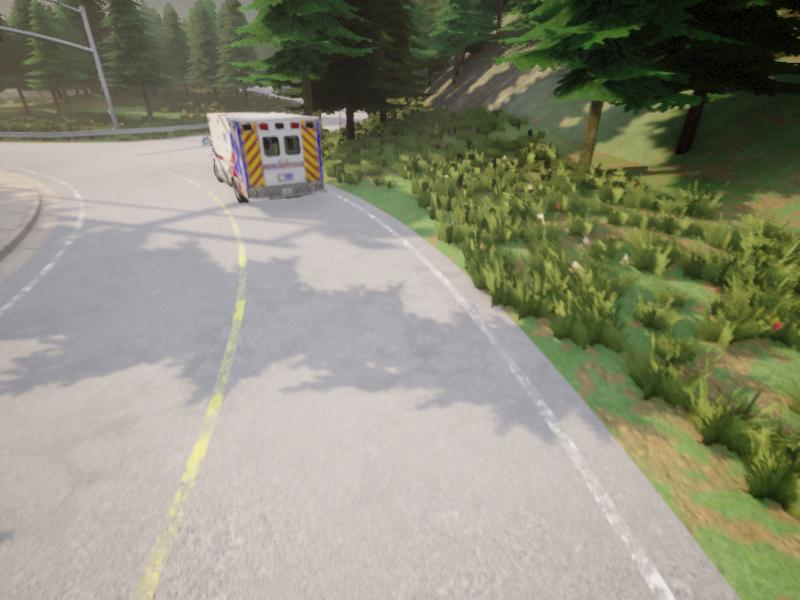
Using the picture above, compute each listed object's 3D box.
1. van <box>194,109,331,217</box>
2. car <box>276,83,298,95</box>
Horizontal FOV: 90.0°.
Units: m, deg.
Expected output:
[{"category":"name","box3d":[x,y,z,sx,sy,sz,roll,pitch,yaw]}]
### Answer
[{"category":"van","box3d":[-4.784,-4.876,13.315,2.351,2.431,6.366,-16,32,-29]},{"category":"car","box3d":[-17.430,-32.436,61.478,1.994,1.385,4.181,-15,36,-27]}]
